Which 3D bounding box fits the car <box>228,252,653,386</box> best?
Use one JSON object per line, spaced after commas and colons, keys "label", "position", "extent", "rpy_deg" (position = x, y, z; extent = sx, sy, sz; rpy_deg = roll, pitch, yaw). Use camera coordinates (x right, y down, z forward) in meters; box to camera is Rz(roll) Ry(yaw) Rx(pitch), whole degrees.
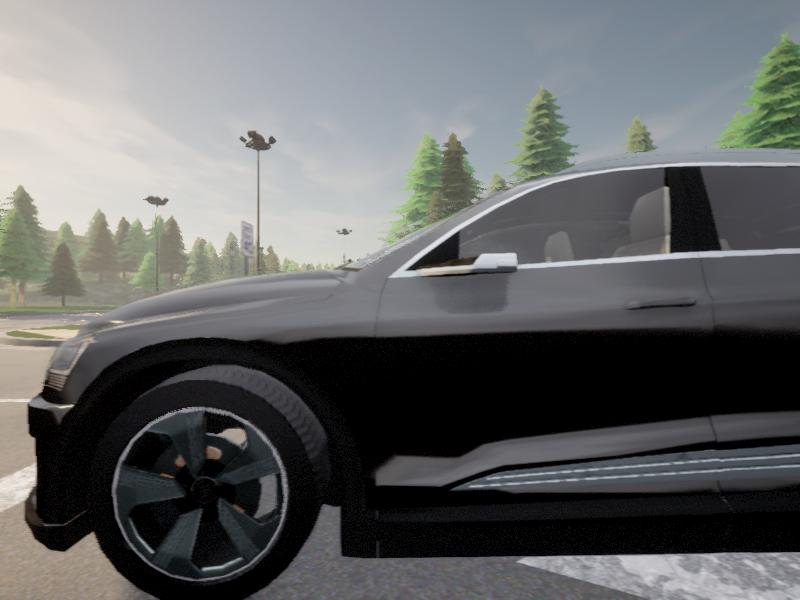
{"label": "car", "position": [0.473, 0.223, 5.704], "extent": [4.974, 1.542, 2.038], "rpy_deg": [0, 0, 0]}

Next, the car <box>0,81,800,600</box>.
{"label": "car", "position": [0.875, 0.175, 2.213], "extent": [4.856, 1.649, 2.033], "rpy_deg": [-1, 0, 0]}
